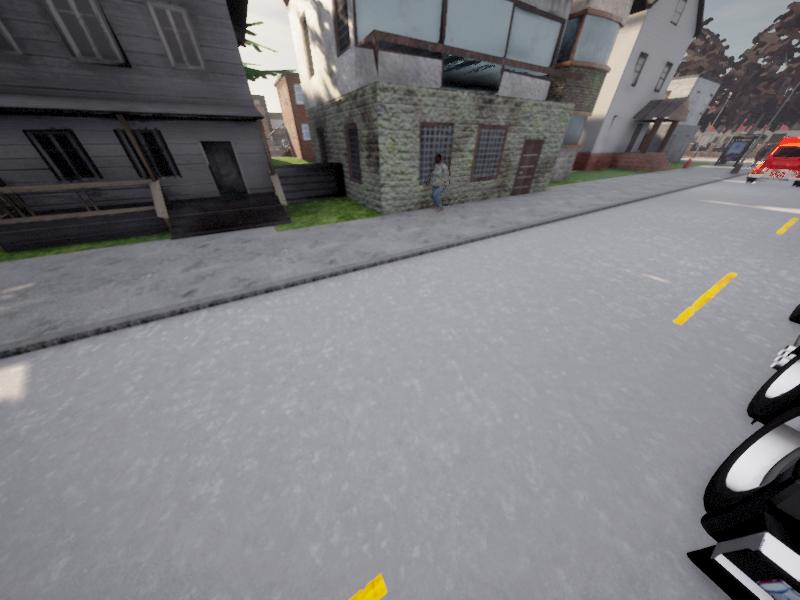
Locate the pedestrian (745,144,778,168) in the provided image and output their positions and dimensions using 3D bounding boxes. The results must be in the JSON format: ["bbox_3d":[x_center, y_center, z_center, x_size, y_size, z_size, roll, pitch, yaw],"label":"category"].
[{"bbox_3d":[34.763,-13.866,22.225,0.751,1.860,0.751,-15,37,-20],"label":"pedestrian"}]

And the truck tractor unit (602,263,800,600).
[{"bbox_3d":[5.107,-0.302,0.793,6.516,4.208,3.053,-18,39,-24],"label":"truck tractor unit"}]

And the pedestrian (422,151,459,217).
[{"bbox_3d":[1.306,-3.898,7.781,0.751,1.860,0.751,-18,39,-24],"label":"pedestrian"}]

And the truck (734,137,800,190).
[{"bbox_3d":[24.395,-8.576,14.276,5.204,2.467,2.627,-18,39,-24],"label":"truck"}]
